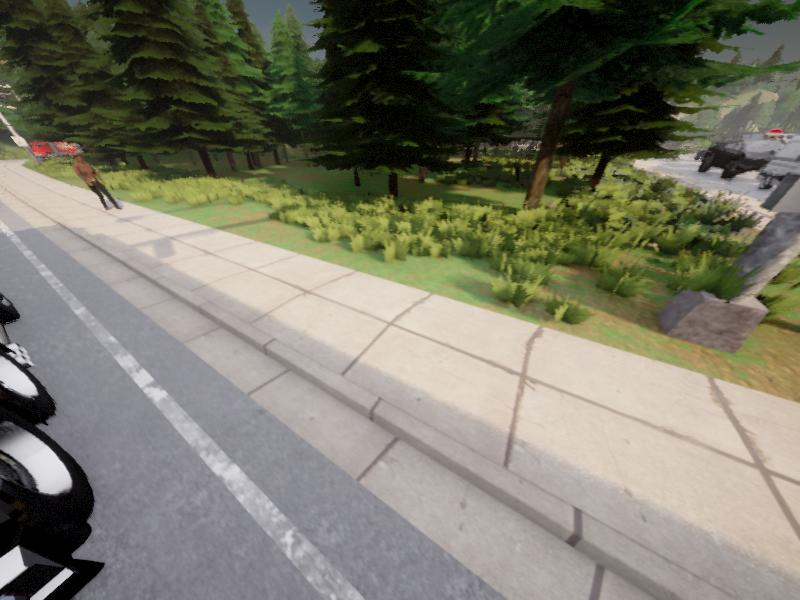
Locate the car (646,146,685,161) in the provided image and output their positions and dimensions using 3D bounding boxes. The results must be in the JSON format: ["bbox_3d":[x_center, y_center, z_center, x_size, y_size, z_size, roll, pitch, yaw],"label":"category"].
[{"bbox_3d":[32.108,-17.838,28.089,1.895,1.301,4.718,18,39,25],"label":"car"}]

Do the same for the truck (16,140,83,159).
[{"bbox_3d":[-58.542,-25.360,38.855,2.627,2.467,5.204,1,35,2],"label":"truck"}]

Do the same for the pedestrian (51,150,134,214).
[{"bbox_3d":[-10.534,-4.058,7.999,0.751,1.860,0.751,12,37,18],"label":"pedestrian"}]

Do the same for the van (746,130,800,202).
[{"bbox_3d":[18.655,-5.651,9.703,1.988,2.561,5.915,19,39,26],"label":"van"}]

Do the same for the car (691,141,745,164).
[{"bbox_3d":[34.145,-16.050,24.985,1.905,1.878,3.866,19,40,26],"label":"car"}]

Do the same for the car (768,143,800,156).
[{"bbox_3d":[53.596,-20.123,30.894,4.193,1.474,1.816,21,40,28],"label":"car"}]

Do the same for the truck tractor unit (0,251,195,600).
[{"bbox_3d":[-5.094,-0.316,0.812,6.516,4.208,3.053,19,40,25],"label":"truck tractor unit"}]

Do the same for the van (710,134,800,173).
[{"bbox_3d":[30.169,-12.550,19.548,2.351,2.431,6.366,19,39,26],"label":"van"}]

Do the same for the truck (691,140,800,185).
[{"bbox_3d":[22.803,-9.329,15.306,2.390,2.098,6.274,19,39,26],"label":"truck"}]

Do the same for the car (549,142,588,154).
[{"bbox_3d":[29.702,-26.996,40.876,5.238,1.638,1.930,21,40,28],"label":"car"}]
